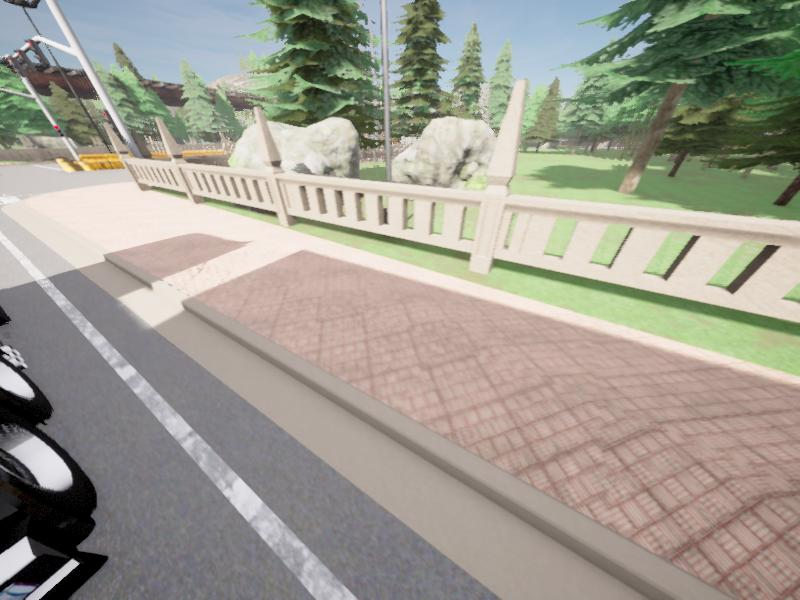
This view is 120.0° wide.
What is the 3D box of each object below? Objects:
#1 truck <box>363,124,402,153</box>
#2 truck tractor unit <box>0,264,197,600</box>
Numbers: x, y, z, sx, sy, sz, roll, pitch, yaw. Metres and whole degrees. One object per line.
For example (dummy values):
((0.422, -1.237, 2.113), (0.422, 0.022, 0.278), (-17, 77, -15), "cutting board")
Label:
((-3.025, -30.422, 43.455), (2.891, 3.827, 8.468), (18, 43, 24), "truck")
((-5.114, -0.296, 0.784), (6.516, 4.208, 3.053), (18, 39, 24), "truck tractor unit")
